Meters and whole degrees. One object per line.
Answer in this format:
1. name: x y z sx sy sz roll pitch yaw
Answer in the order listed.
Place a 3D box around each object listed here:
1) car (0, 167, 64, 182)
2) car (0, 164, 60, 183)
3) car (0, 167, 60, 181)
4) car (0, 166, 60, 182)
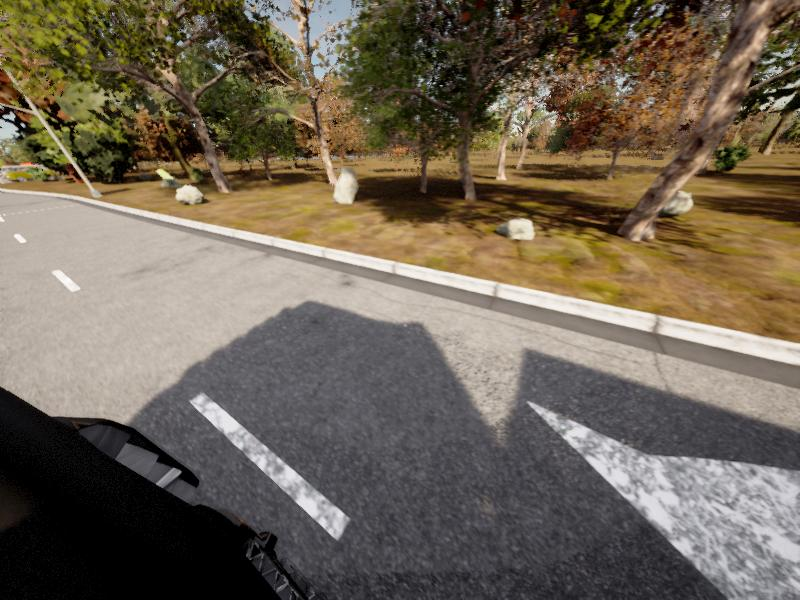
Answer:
1. car: -58.417 -20.003 36.692 1.946 1.575 5.366 7 35 15
2. car: -53.723 -18.260 33.317 1.878 1.987 4.442 7 35 14
3. car: -60.894 -20.699 37.919 1.946 1.575 5.366 8 35 15
4. car: -56.098 -19.100 34.938 2.185 1.767 4.553 7 35 15
